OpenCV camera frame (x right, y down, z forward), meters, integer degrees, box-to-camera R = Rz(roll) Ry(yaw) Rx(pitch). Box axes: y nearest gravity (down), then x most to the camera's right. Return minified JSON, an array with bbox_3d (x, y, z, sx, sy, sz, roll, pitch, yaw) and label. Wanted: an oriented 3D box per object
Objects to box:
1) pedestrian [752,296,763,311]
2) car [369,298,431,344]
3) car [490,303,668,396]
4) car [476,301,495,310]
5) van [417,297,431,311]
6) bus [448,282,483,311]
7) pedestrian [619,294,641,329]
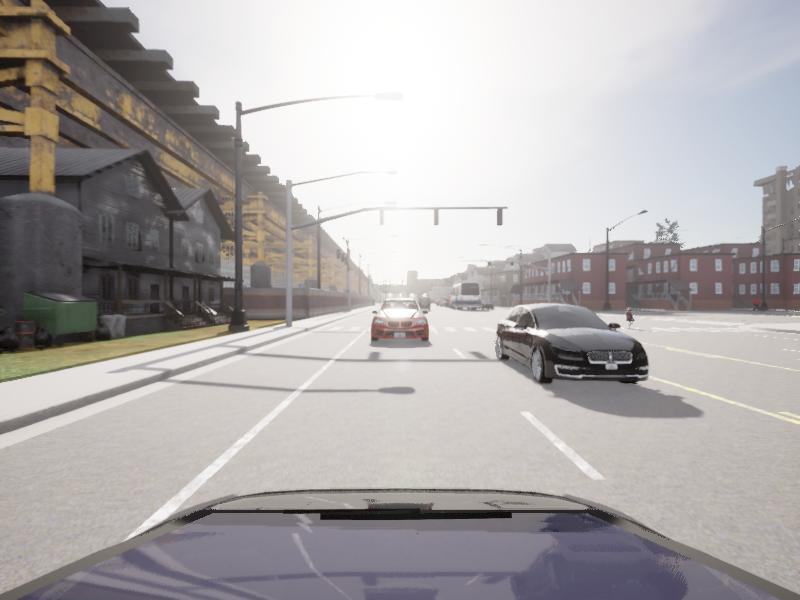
[{"bbox_3d":[44.084,0.468,49.359,0.751,1.860,0.751,0,0,-1],"label":"pedestrian"},{"bbox_3d":[-0.001,0.751,16.622,2.242,1.667,4.611,0,0,0],"label":"car"},{"bbox_3d":[3.499,0.841,9.047,1.837,1.490,4.892,0,0,0],"label":"car"},{"bbox_3d":[13.994,0.873,65.689,2.033,1.411,5.357,0,0,0],"label":"car"},{"bbox_3d":[3.493,0.579,58.243,1.775,1.987,4.442,0,0,0],"label":"van"},{"bbox_3d":[10.372,-0.556,64.612,3.944,4.253,10.273,0,0,0],"label":"bus"},{"bbox_3d":[12.429,0.630,21.648,0.751,1.860,0.751,0,0,-4],"label":"pedestrian"}]
